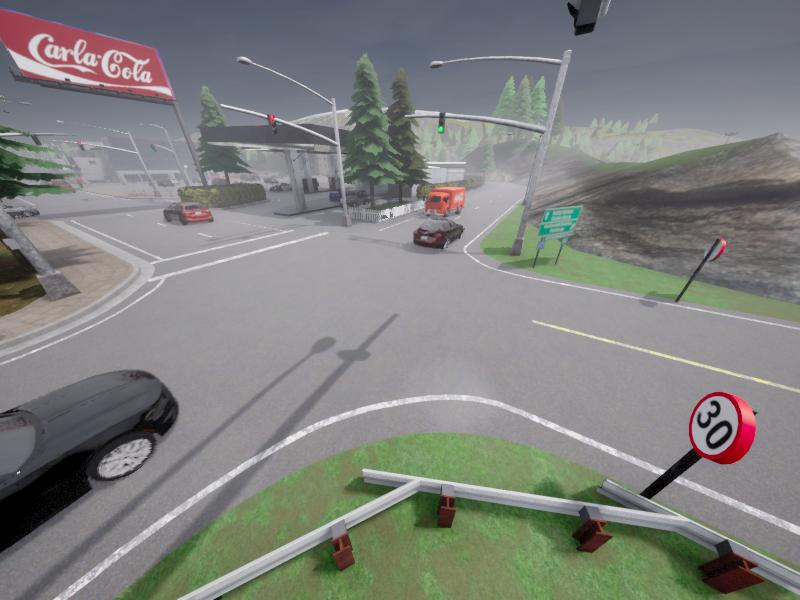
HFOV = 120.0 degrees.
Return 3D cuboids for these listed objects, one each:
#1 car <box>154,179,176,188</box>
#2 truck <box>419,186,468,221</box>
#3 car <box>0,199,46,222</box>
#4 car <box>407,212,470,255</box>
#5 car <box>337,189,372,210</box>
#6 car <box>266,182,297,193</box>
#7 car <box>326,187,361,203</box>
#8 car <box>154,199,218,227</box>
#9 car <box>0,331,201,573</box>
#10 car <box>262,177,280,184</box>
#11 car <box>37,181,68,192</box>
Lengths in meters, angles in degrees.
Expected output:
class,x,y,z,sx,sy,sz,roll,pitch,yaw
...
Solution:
class,x,y,z,sx,sy,sz,roll,pitch,yaw
car,-54.495,-27.084,53.607,4.514,1.523,2.007,16,34,26
truck,4.437,-9.731,22.981,2.627,2.467,5.204,19,35,29
car,-36.767,-7.970,20.939,2.007,1.525,4.514,12,33,20
car,2.557,-4.387,14.658,2.163,1.488,4.792,17,33,26
car,-5.367,-12.080,27.650,1.905,1.878,3.866,16,34,26
car,-23.524,-22.541,46.109,2.038,1.542,4.974,16,34,26
car,-8.082,-15.233,33.445,2.242,1.667,4.611,16,34,26
car,-18.362,-7.600,19.872,4.611,1.667,2.242,16,32,26
car,-5.872,2.596,2.563,1.882,1.535,5.008,16,34,25
car,-35.476,-32.774,63.464,4.514,1.523,2.007,16,34,26
car,-66.476,-21.721,44.165,4.611,1.667,2.242,16,34,26
